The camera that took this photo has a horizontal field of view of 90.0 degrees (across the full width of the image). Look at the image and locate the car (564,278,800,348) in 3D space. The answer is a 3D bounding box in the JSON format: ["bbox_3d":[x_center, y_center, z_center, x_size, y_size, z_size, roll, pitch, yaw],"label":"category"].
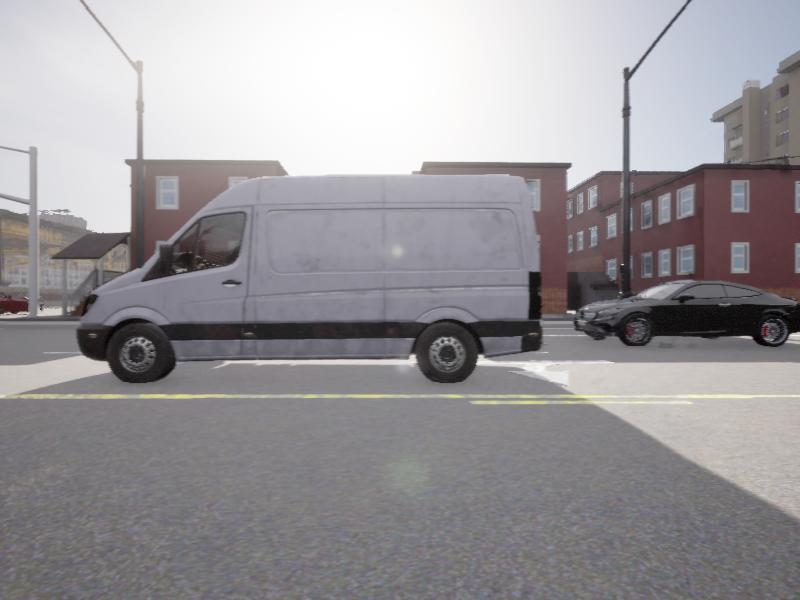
[{"bbox_3d":[6.494,0.268,9.201,4.674,1.442,1.812,0,0,0],"label":"car"}]

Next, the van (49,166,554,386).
[{"bbox_3d":[-1.157,-0.279,5.682,5.915,2.561,1.988,0,0,0],"label":"van"}]

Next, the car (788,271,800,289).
[{"bbox_3d":[36.577,-1.494,34.081,2.128,1.511,4.902,0,9,0],"label":"car"}]

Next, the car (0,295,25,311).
[{"bbox_3d":[-36.506,0.280,35.614,1.812,1.442,4.674,0,0,0],"label":"car"}]

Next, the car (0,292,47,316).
[{"bbox_3d":[-26.005,0.232,26.563,1.845,1.501,3.633,0,0,0],"label":"car"}]
